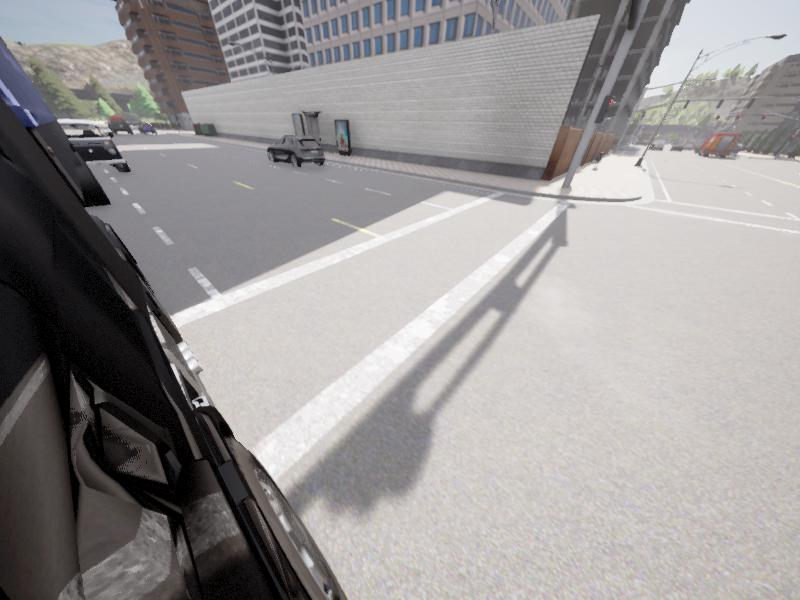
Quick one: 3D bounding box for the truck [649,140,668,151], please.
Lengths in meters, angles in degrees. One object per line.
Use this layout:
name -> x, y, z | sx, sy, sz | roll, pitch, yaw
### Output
truck -> 65.827, -39.565, 58.914 | 2.390, 2.098, 6.274 | 28, 44, 31

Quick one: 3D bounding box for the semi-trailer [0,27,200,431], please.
semi-trailer -> -8.630, -3.627, 4.327 | 14.254, 4.402, 2.717 | 29, 44, 31

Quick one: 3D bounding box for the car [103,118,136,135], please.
car -> -44.584, -27.530, 36.645 | 5.566, 2.045, 2.150 | 28, 44, 31

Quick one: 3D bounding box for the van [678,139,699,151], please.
van -> 82.100, -44.172, 65.734 | 2.351, 2.431, 6.366 | 28, 44, 31

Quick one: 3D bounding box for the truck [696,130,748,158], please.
truck -> 56.908, -27.874, 41.195 | 2.891, 3.827, 8.468 | 28, 44, 31

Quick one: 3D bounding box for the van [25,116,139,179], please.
van -> -14.684, -7.098, 10.694 | 4.480, 2.038, 2.069 | 24, 42, 29

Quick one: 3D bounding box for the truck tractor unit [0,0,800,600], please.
truck tractor unit -> -2.645, -0.295, 0.351 | 6.516, 4.208, 3.053 | 28, 44, 30

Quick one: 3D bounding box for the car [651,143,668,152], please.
car -> 60.050, -35.434, 53.607 | 2.033, 1.411, 5.357 | 28, 44, 31

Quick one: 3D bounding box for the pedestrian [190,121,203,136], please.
pedestrian -> -32.463, -27.278, 36.820 | 0.751, 1.860, 0.751 | 29, 44, 31

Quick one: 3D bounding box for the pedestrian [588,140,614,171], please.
pedestrian -> 14.910, -10.742, 17.154 | 0.751, 1.860, 0.751 | 25, 42, 27

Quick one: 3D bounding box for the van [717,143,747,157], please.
van -> 65.512, -29.728, 45.675 | 2.069, 2.038, 4.480 | 28, 44, 31

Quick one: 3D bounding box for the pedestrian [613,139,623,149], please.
pedestrian -> 48.692, -34.928, 51.635 | 0.751, 1.860, 0.751 | 30, 45, 32

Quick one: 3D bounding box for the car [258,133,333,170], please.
car -> -6.833, -9.770, 15.063 | 4.856, 1.649, 2.033 | 28, 44, 31
